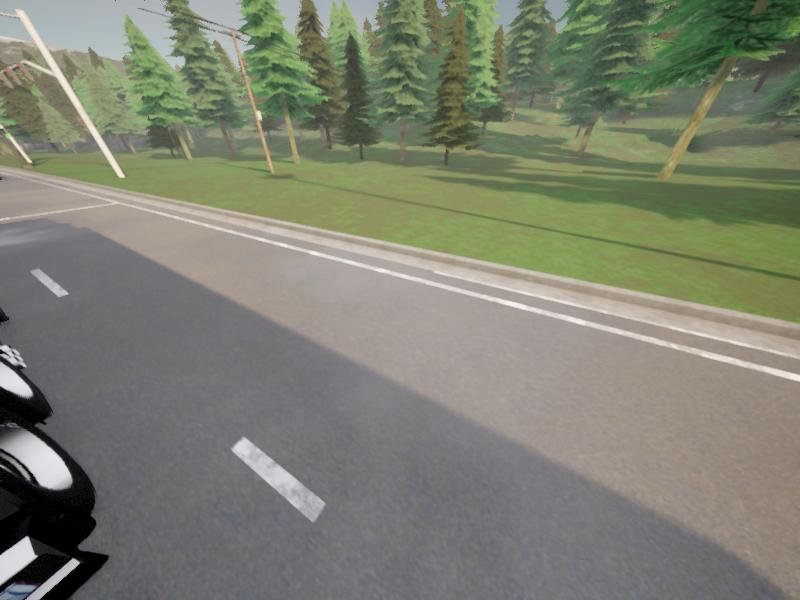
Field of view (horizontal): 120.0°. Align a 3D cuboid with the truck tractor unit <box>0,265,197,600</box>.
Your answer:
[{"bbox_3d":[-5.111,-0.302,0.775,6.516,4.208,3.053,18,39,24],"label":"truck tractor unit"}]

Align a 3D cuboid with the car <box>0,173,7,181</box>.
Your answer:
[{"bbox_3d":[-30.487,-9.298,16.309,4.193,1.474,1.816,17,38,23],"label":"car"}]
